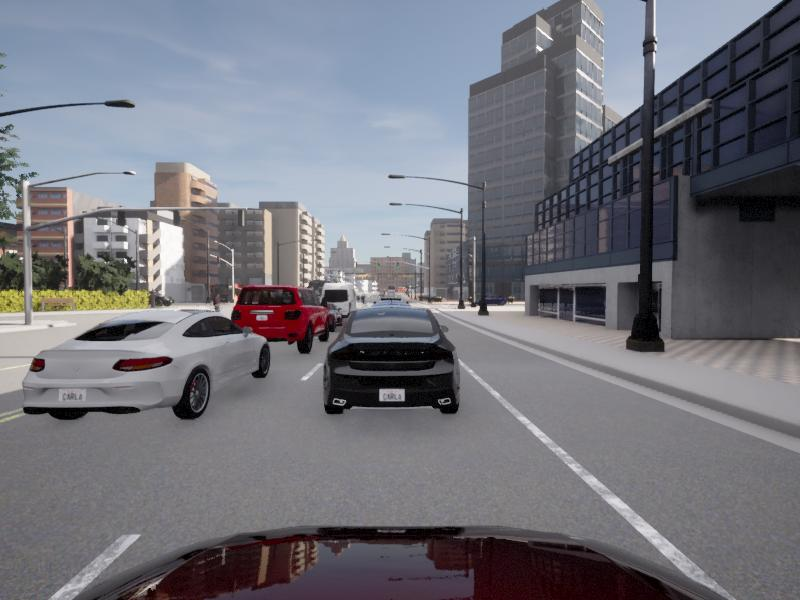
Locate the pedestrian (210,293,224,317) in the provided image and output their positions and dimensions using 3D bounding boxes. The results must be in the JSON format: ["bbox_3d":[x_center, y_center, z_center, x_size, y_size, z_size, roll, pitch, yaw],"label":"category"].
[{"bbox_3d":[-14.475,0.361,31.597,0.751,1.860,0.751,0,2,2],"label":"pedestrian"}]

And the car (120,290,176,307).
[{"bbox_3d":[-31.155,-0.174,49.607,5.566,2.045,2.150,0,2,-1],"label":"car"}]

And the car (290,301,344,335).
[{"bbox_3d":[-4.026,0.806,20.241,1.812,1.442,4.674,0,0,-1],"label":"car"}]

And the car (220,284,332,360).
[{"bbox_3d":[-3.805,0.564,13.567,2.150,2.045,5.566,0,0,-1],"label":"car"}]

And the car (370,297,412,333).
[{"bbox_3d":[-0.475,0.699,21.249,1.930,1.638,5.238,0,1,-1],"label":"car"}]

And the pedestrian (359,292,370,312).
[{"bbox_3d":[-3.374,0.209,38.207,0.751,1.860,0.751,-1,2,-37],"label":"pedestrian"}]

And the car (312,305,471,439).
[{"bbox_3d":[-0.149,0.857,7.057,1.837,1.490,4.892,0,0,-1],"label":"car"}]

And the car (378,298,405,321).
[{"bbox_3d":[-0.634,0.626,29.112,1.816,1.474,4.193,0,1,-1],"label":"car"}]

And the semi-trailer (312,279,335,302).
[{"bbox_3d":[-15.847,-1.929,83.958,2.717,4.402,14.254,0,1,-2],"label":"semi-trailer"}]

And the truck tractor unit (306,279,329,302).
[{"bbox_3d":[-15.616,-1.715,76.040,3.053,4.208,6.516,0,1,-1],"label":"truck tractor unit"}]

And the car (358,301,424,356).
[{"bbox_3d":[-0.303,0.818,13.945,1.882,1.535,5.008,0,0,-1],"label":"car"}]

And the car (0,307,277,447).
[{"bbox_3d":[-3.644,0.882,6.694,1.812,1.442,4.674,0,0,-1],"label":"car"}]

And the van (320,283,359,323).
[{"bbox_3d":[-4.127,0.108,28.325,1.988,2.561,5.915,0,1,-1],"label":"van"}]

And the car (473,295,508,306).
[{"bbox_3d":[12.127,0.028,53.711,4.193,1.474,1.816,0,2,-1],"label":"car"}]
